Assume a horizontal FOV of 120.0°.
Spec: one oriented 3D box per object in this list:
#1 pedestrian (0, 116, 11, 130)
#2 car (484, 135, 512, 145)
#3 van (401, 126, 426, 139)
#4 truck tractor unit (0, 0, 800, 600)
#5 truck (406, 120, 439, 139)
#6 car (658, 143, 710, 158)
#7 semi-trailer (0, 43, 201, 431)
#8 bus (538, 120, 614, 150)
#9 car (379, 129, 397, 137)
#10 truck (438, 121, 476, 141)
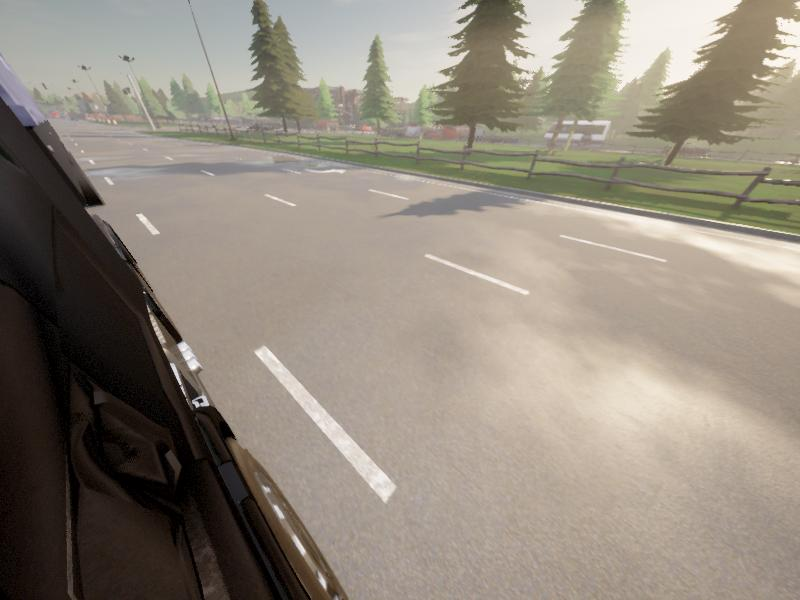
[{"bbox_3d":[-56.159,-25.025,32.429,0.751,1.860,0.751,27,43,30],"label":"pedestrian"},{"bbox_3d":[20.990,-34.459,49.677,4.892,1.490,1.837,28,44,30],"label":"car"},{"bbox_3d":[3.469,-44.211,60.975,6.366,2.431,2.351,28,44,30],"label":"van"},{"bbox_3d":[-2.645,-0.295,0.351,6.516,4.208,3.053,28,44,30],"label":"truck tractor unit"},{"bbox_3d":[5.939,-46.211,62.623,8.468,3.827,2.891,28,44,30],"label":"truck"},{"bbox_3d":[44.972,-23.854,36.702,2.152,1.651,5.027,-27,46,-33],"label":"car"},{"bbox_3d":[-8.699,-3.582,4.256,14.254,4.402,2.717,28,44,30],"label":"semi-trailer"},{"bbox_3d":[33.360,-31.629,44.262,10.273,4.253,3.944,28,44,30],"label":"bus"},{"bbox_3d":[-3.486,-47.605,65.792,4.856,1.649,2.033,28,44,30],"label":"car"},{"bbox_3d":[13.953,-41.929,57.330,8.468,3.827,2.891,28,44,30],"label":"truck"}]
